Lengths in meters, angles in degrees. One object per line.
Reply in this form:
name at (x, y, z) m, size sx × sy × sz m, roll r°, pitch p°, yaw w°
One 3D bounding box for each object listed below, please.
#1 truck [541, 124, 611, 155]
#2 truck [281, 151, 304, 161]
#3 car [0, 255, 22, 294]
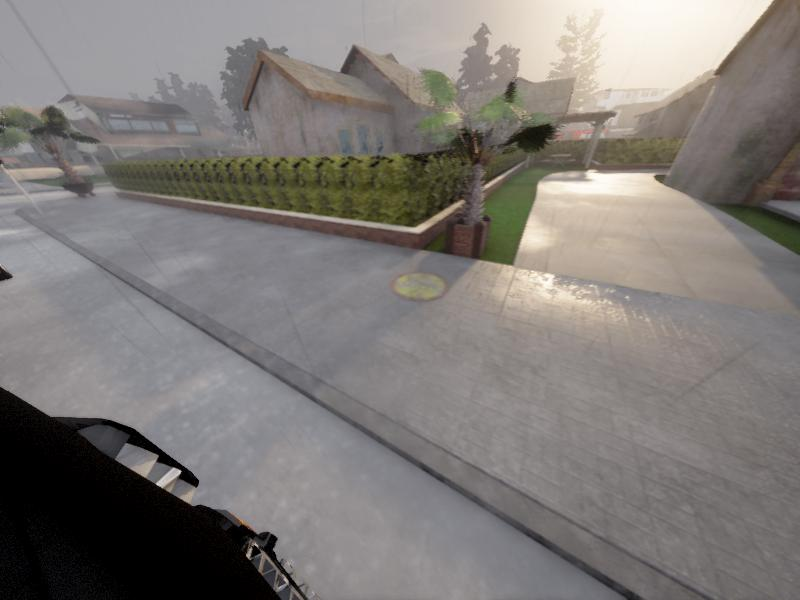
truck at (29.472, -27.233, 39.394) m, size 8.468 × 3.827 × 2.891 m, roll 16°, pitch 38°, yaw 26°
truck at (-30.878, -41.434, 66.382) m, size 6.274 × 2.098 × 2.390 m, roll 16°, pitch 38°, yaw 26°
car at (-10.586, -1.054, 4.841) m, size 5.008 × 1.535 × 1.882 m, roll 16°, pitch 38°, yaw 26°
